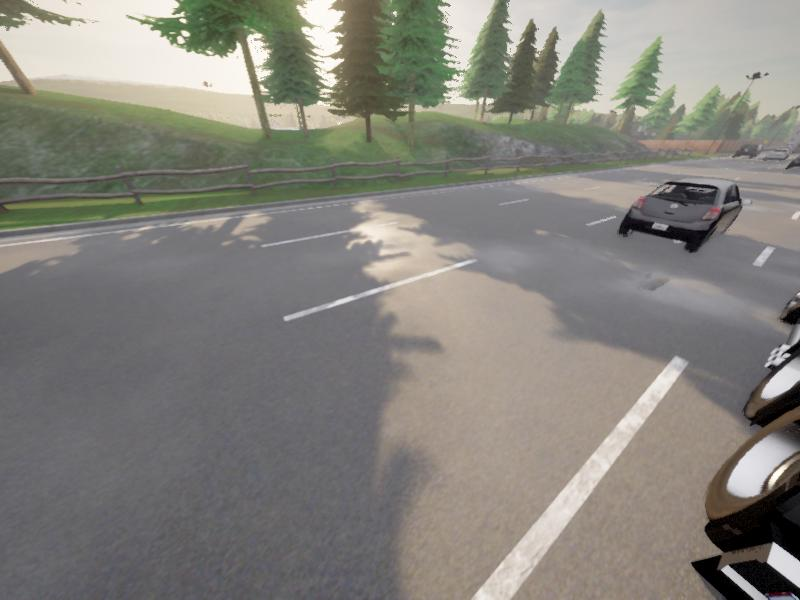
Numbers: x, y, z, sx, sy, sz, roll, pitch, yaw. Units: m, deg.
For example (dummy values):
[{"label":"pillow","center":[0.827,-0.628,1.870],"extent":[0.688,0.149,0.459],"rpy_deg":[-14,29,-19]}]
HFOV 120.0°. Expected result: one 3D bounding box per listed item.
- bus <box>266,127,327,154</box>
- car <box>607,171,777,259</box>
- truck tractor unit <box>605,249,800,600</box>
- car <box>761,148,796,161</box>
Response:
[{"label":"bus","center":[-20.977,-32.757,47.536],"extent":[10.273,4.253,3.944],"rpy_deg":[-19,39,-26]},{"label":"car","center":[8.103,-2.591,6.493],"extent":[3.633,1.501,1.845],"rpy_deg":[-19,39,-26]},{"label":"truck tractor unit","center":[5.083,-0.326,0.828],"extent":[6.516,4.208,3.053],"rpy_deg":[-19,39,-25]},{"label":"car","center":[57.237,-21.997,34.922],"extent":[3.806,1.475,1.970],"rpy_deg":[-19,39,-26]}]
